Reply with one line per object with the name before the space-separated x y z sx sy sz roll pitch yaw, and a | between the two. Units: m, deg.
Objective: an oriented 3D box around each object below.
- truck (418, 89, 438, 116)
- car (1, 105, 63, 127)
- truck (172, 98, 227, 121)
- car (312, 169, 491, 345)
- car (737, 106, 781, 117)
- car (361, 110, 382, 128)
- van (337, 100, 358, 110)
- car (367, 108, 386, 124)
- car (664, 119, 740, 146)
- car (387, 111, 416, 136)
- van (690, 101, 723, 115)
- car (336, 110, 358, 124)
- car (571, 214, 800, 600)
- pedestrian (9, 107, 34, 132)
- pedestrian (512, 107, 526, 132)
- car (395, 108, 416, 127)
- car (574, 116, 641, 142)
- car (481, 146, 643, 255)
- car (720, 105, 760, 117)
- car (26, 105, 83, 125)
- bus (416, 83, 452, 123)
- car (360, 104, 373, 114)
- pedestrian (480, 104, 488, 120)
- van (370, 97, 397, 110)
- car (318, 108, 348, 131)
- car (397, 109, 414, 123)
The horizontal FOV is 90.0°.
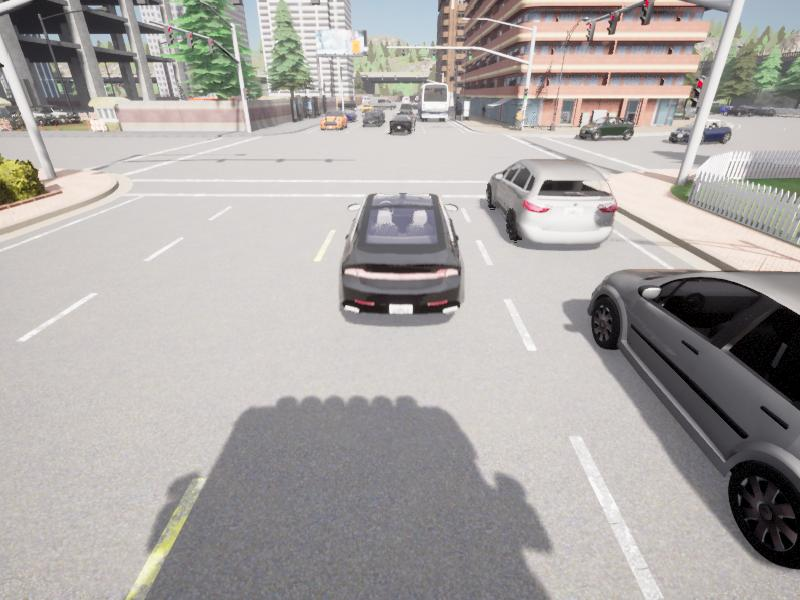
truck | 4.480 -32.497 65.744 2.891 3.827 8.468 0 27 1
car | -36.859 -18.479 40.151 3.866 1.878 1.905 0 27 1
truck | -25.067 -23.997 50.332 5.204 2.467 2.615 0 27 1
car | 0.044 -1.185 7.281 2.128 1.511 4.902 0 27 1
car | 54.926 -28.948 61.351 2.033 1.411 5.357 1 27 1
car | -2.904 -19.101 42.204 1.837 1.490 4.892 0 27 1
van | -11.808 -44.143 90.457 4.442 1.987 1.775 1 27 1
car | -2.805 -22.392 48.617 1.837 1.490 4.892 0 27 1
car | 20.349 -11.375 27.045 3.806 1.475 1.970 -9 29 -18
car | 0.209 -15.655 35.332 1.930 1.638 5.238 3 27 6
van | 51.569 -32.401 67.446 1.775 1.987 4.442 1 27 1
car | -6.314 -22.017 48.105 1.895 1.301 4.718 0 27 1
car | 3.493 0.483 3.923 1.851 1.617 3.988 0 27 1
pedestrian | -31.564 -15.038 33.386 0.751 1.860 0.751 -5 28 -10
pedestrian | 10.146 -15.369 34.037 0.751 1.860 0.751 1 27 1
car | 0.605 -19.996 43.755 2.242 1.667 4.611 0 27 1
car | 15.047 -12.482 29.119 3.705 1.549 1.789 -5 28 -10
car | 3.626 -2.764 10.183 2.242 1.667 4.611 1 27 1
car | 51.402 -28.602 60.574 1.837 1.490 4.892 1 27 1
car | -36.822 -19.821 42.767 3.866 1.878 1.905 0 27 1
bus | 4.138 -25.668 51.980 3.944 4.253 10.273 0 27 1
car | -5.935 -34.445 72.056 1.882 1.535 5.008 0 27 1
pedestrian | 10.577 -23.718 50.411 0.751 1.860 0.751 1 27 2
van | -3.695 -44.334 90.177 5.915 2.561 1.988 1 27 1
car | -6.455 -17.662 39.073 2.097 1.767 4.553 0 27 1
car | 0.725 -23.174 50.250 2.033 1.411 5.357 0 27 1
